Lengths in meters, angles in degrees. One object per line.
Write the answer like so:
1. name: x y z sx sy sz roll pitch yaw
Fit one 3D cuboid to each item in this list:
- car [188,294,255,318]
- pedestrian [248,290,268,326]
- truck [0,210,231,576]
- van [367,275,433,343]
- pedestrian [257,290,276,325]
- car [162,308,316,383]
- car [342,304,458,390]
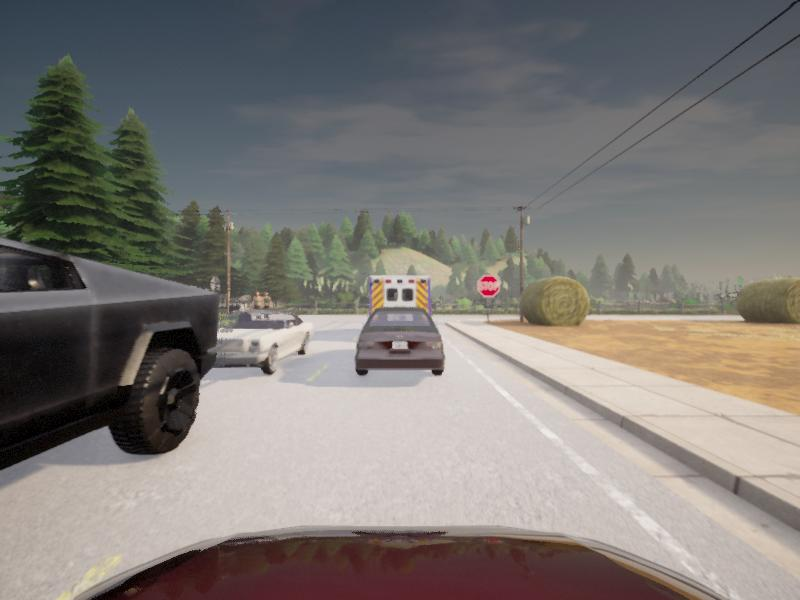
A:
1. car: -14.343 0.484 32.279 4.605 1.855 1.932 0 0 5
2. pedestrian: -7.395 0.398 20.836 0.751 1.860 0.751 0 0 5
3. truck: -3.483 0.533 2.263 2.390 2.098 6.274 0 0 0
4. van: -0.005 0.305 17.495 2.351 2.431 6.366 0 0 0
5. pedestrian: -7.299 0.394 21.895 0.751 1.860 0.751 0 0 -1
6. car: -3.522 0.903 9.868 1.895 1.301 4.718 0 0 0
7. car: -0.003 0.854 9.685 2.033 1.411 5.357 0 0 0
